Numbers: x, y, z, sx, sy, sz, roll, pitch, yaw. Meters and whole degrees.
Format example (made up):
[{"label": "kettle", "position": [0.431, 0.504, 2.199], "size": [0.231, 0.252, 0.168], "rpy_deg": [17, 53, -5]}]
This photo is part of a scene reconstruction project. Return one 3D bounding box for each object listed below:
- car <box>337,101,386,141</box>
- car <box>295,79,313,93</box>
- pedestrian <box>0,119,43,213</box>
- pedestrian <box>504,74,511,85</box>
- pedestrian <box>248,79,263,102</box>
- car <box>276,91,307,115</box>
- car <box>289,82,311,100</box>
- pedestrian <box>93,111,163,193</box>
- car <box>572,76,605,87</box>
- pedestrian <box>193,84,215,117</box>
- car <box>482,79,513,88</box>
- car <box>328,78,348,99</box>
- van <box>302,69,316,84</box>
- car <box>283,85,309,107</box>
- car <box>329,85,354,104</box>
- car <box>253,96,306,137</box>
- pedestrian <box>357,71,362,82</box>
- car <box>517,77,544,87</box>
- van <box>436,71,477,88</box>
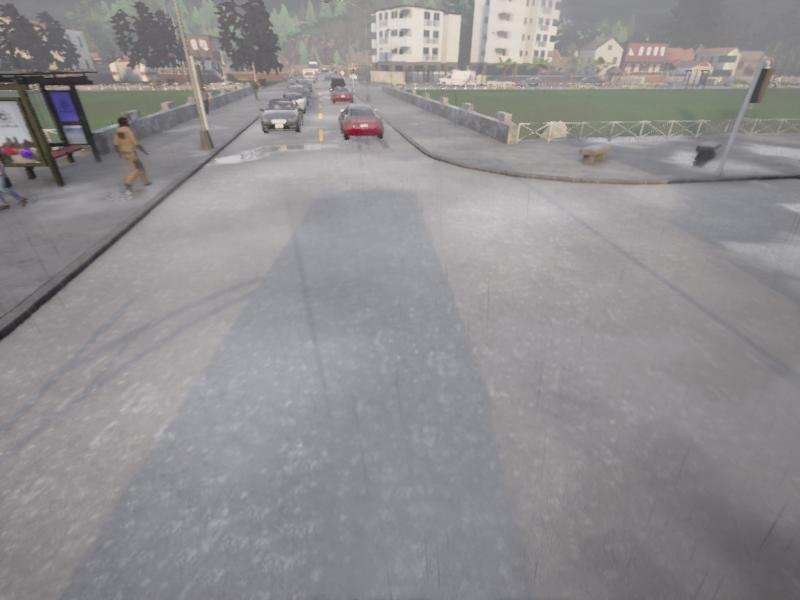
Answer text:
[{"label": "car", "position": [-2.029, -9.153, 20.309], "size": [1.994, 1.385, 4.181], "rpy_deg": [-5, 31, -9]}, {"label": "car", "position": [-12.656, -28.375, 52.975], "size": [1.837, 1.490, 4.892], "rpy_deg": [-4, 30, -8]}, {"label": "pedestrian", "position": [-9.072, -2.992, 8.943], "size": [0.751, 1.860, 0.751], "rpy_deg": [7, 31, 11]}, {"label": "pedestrian", "position": [19.764, -40.501, 73.462], "size": [0.751, 1.860, 0.751], "rpy_deg": [-6, 31, -11]}, {"label": "pedestrian", "position": [-13.141, -19.039, 36.369], "size": [0.751, 1.860, 0.751], "rpy_deg": [4, 30, 5]}, {"label": "car", "position": [-8.084, -14.916, 30.181], "size": [1.895, 1.301, 4.718], "rpy_deg": [-5, 31, -9]}, {"label": "car", "position": [-10.801, -22.822, 43.588], "size": [2.033, 1.411, 5.357], "rpy_deg": [-5, 31, -9]}, {"label": "pedestrian", "position": [-7.046, -3.857, 10.446], "size": [0.751, 1.860, 0.751], "rpy_deg": [12, 32, 19]}, {"label": "car", "position": [33.571, -38.900, 71.355], "size": [4.856, 1.649, 2.033], "rpy_deg": [-5, 31, -9]}, {"label": "pedestrian", "position": [-12.561, -12.801, 25.699], "size": [0.751, 1.860, 0.751], "rpy_deg": [-4, 31, -8]}, {"label": "car", "position": [16.794, -37.373, 68.889], "size": [4.718, 1.301, 1.895], "rpy_deg": [-5, 31, -9]}, {"label": "car", "position": [-6.856, -23.416, 44.155], "size": [1.905, 1.878, 3.866], "rpy_deg": [-5, 31, -9]}, {"label": "van", "position": [-18.324, -45.242, 80.863], "size": [2.351, 2.431, 6.366], "rpy_deg": [-5, 31, -9]}, {"label": "car", "position": [-9.264, -18.439, 36.002], "size": [1.837, 1.490, 4.892], "rpy_deg": [-5, 31, -9]}, {"label": "car", "position": [-5.620, -19.636, 38.215], "size": [1.994, 1.385, 4.181], "rpy_deg": [-6, 31, -10]}, {"label": "car", "position": [-6.281, -9.921, 21.436], "size": [2.128, 1.511, 4.902], "rpy_deg": [-4, 31, -8]}, {"label": "pedestrian", "position": [-8.140, -44.834, 80.355], "size": [0.751, 1.860, 0.751], "rpy_deg": [-4, 31, -7]}, {"label": "car", "position": [22.745, -37.940, 69.745], "size": [3.806, 1.475, 1.970], "rpy_deg": [-5, 31, -8]}, {"label": "van", "position": [9.496, -37.260, 67.497], "size": [6.366, 2.431, 2.351], "rpy_deg": [-5, 31, -9]}]
